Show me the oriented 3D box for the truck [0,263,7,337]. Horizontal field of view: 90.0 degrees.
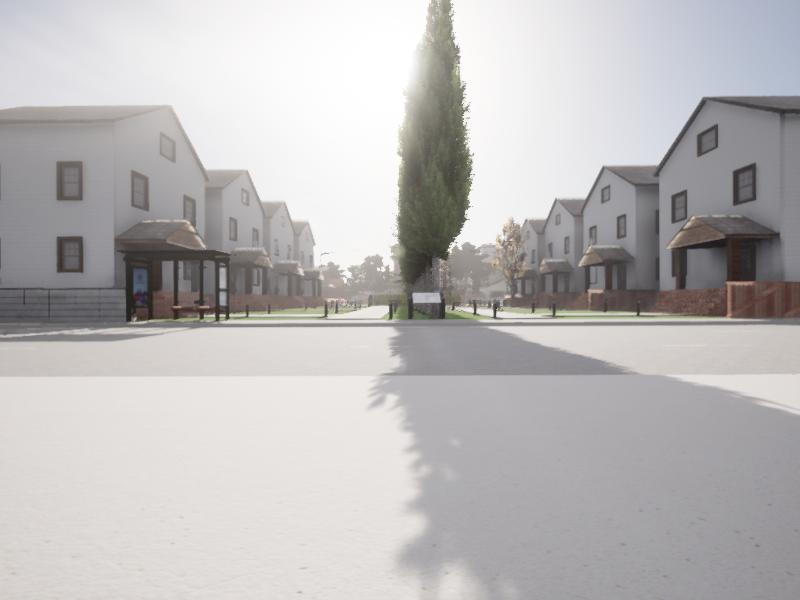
[{"bbox_3d":[-14.476,0.018,10.381,6.274,2.098,2.390,-1,0,1],"label":"truck"}]
